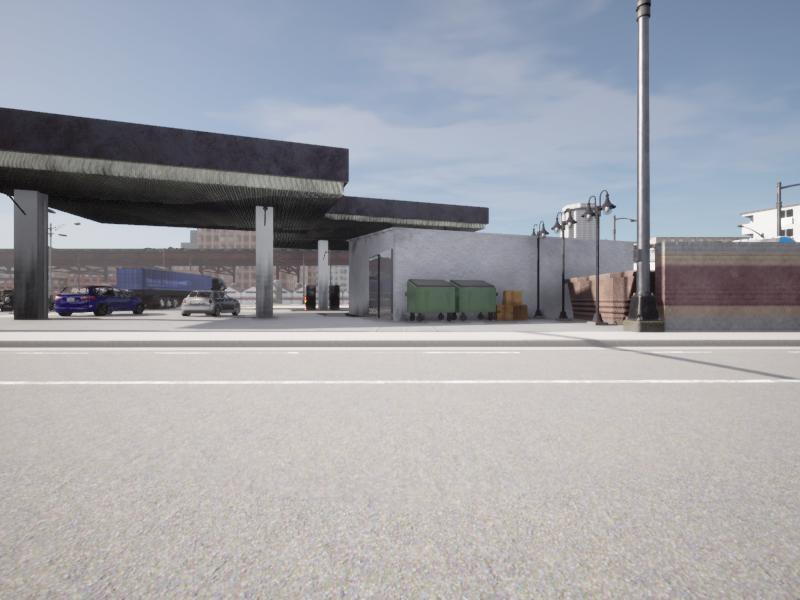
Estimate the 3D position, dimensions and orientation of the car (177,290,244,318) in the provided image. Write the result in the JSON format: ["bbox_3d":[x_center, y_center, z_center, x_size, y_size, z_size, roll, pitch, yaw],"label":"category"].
[{"bbox_3d":[-10.744,0.199,23.004,1.970,1.475,3.806,0,0,1],"label":"car"}]

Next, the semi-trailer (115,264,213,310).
[{"bbox_3d":[-26.098,-1.218,45.691,2.717,4.402,14.254,0,0,0],"label":"semi-trailer"}]

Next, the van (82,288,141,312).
[{"bbox_3d":[-26.147,-0.018,36.452,2.069,2.038,4.480,0,1,0],"label":"van"}]

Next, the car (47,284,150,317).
[{"bbox_3d":[-16.492,0.038,22.265,2.242,1.667,4.611,0,0,1],"label":"car"}]

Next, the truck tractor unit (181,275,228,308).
[{"bbox_3d":[-26.010,-1.122,53.601,3.053,4.208,6.516,0,0,1],"label":"truck tractor unit"}]

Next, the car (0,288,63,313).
[{"bbox_3d":[-29.660,0.046,32.095,1.905,1.878,3.866,0,0,0],"label":"car"}]
